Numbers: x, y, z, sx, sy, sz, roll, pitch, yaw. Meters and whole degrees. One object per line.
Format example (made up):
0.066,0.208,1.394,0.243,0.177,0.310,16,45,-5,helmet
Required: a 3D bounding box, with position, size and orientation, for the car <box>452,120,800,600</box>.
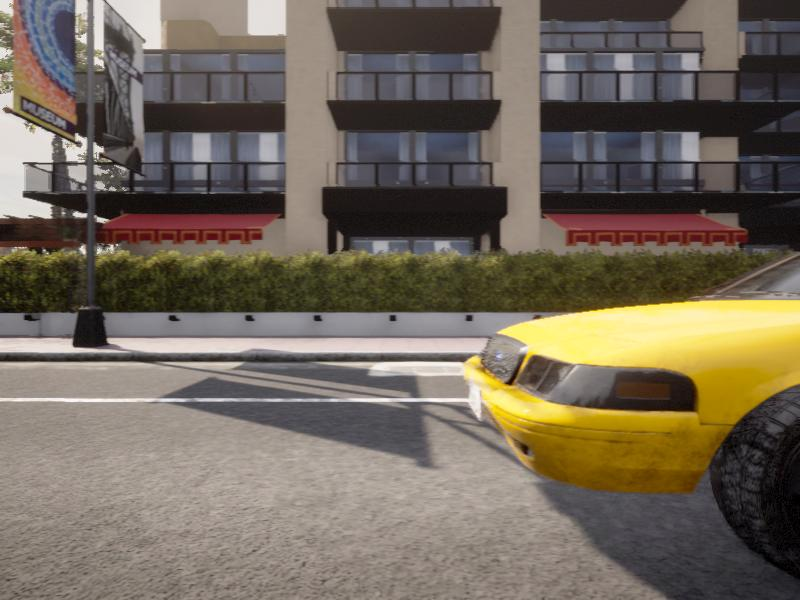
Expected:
3.086,0.201,2.201,5.366,1.575,1.801,0,0,0,car
